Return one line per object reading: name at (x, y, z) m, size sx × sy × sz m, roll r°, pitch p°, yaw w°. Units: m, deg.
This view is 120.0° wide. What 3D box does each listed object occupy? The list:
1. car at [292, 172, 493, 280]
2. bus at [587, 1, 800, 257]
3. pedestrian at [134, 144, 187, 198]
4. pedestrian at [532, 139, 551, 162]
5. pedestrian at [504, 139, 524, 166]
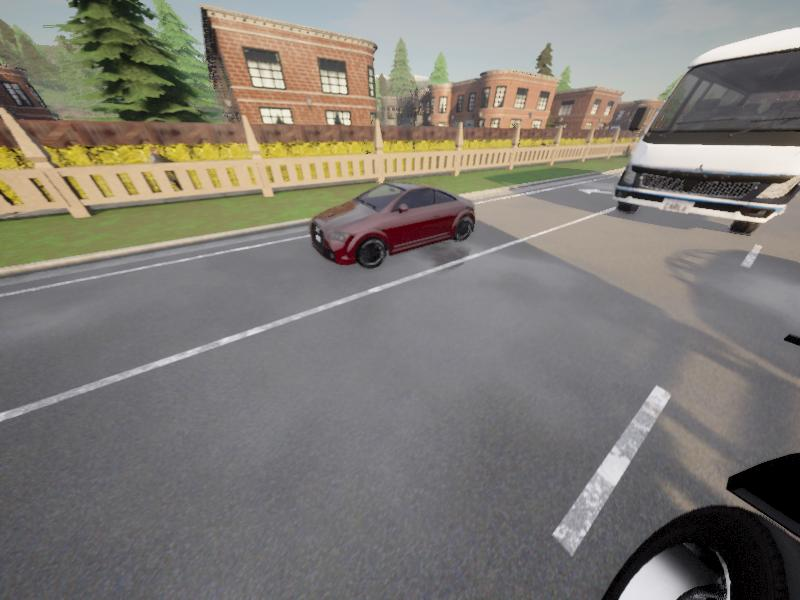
car at (-0.062, -2.096, 5.676) m, size 4.181 × 1.385 × 1.994 m, roll -21°, pitch 40°, yaw -27°
bus at (11.751, -5.304, 7.620) m, size 10.273 × 4.253 × 3.944 m, roll -21°, pitch 40°, yaw -26°
pedestrian at (-9.909, -5.382, 9.668) m, size 0.751 × 1.860 × 0.751 m, roll -21°, pitch 40°, yaw -26°
pedestrian at (13.751, -14.582, 22.485) m, size 0.751 × 1.860 × 0.751 m, roll -22°, pitch 41°, yaw -27°
pedestrian at (9.678, -12.554, 19.650) m, size 0.751 × 1.860 × 0.751 m, roll -21°, pitch 40°, yaw -27°
